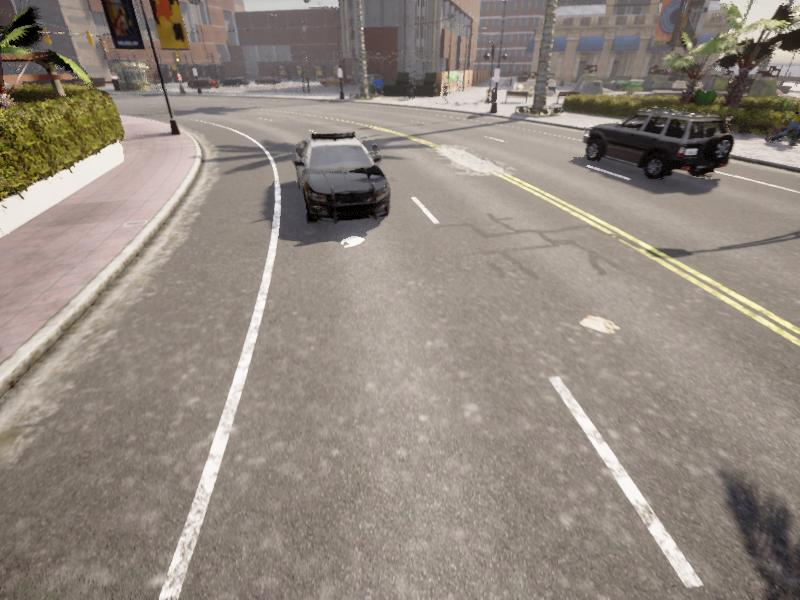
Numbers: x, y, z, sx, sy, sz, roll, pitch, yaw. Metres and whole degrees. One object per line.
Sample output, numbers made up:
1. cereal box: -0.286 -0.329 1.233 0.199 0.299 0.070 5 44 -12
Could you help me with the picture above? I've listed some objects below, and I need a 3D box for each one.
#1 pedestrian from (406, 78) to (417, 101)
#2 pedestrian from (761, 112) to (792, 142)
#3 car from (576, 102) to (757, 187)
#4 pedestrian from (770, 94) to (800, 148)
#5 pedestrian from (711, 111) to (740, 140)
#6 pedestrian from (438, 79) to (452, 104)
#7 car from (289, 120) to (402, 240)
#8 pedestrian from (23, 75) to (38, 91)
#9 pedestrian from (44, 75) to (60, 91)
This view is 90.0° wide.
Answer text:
1. pedestrian: 1.072 -19.747 37.581 0.751 1.860 0.751 -20 36 -30
2. pedestrian: 16.239 -7.450 17.247 0.500 1.100 0.500 -18 35 -27
3. car: 8.245 -5.265 13.115 1.932 1.855 4.605 -7 31 -12
4. pedestrian: 15.892 -7.166 16.010 0.751 1.860 0.751 -11 32 -18
5. pedestrian: 14.435 -7.755 17.774 0.500 1.100 0.500 -14 33 -22
6. pedestrian: 3.948 -18.391 35.251 0.751 1.860 0.751 -21 36 -32
7. car: -1.596 -3.325 10.072 1.930 1.638 5.238 -8 31 -14
8. pedestrian: -51.627 -30.361 55.932 0.751 1.860 0.751 11 32 19
9. pedestrian: -47.662 -29.717 54.816 0.751 1.860 0.751 9 31 15
